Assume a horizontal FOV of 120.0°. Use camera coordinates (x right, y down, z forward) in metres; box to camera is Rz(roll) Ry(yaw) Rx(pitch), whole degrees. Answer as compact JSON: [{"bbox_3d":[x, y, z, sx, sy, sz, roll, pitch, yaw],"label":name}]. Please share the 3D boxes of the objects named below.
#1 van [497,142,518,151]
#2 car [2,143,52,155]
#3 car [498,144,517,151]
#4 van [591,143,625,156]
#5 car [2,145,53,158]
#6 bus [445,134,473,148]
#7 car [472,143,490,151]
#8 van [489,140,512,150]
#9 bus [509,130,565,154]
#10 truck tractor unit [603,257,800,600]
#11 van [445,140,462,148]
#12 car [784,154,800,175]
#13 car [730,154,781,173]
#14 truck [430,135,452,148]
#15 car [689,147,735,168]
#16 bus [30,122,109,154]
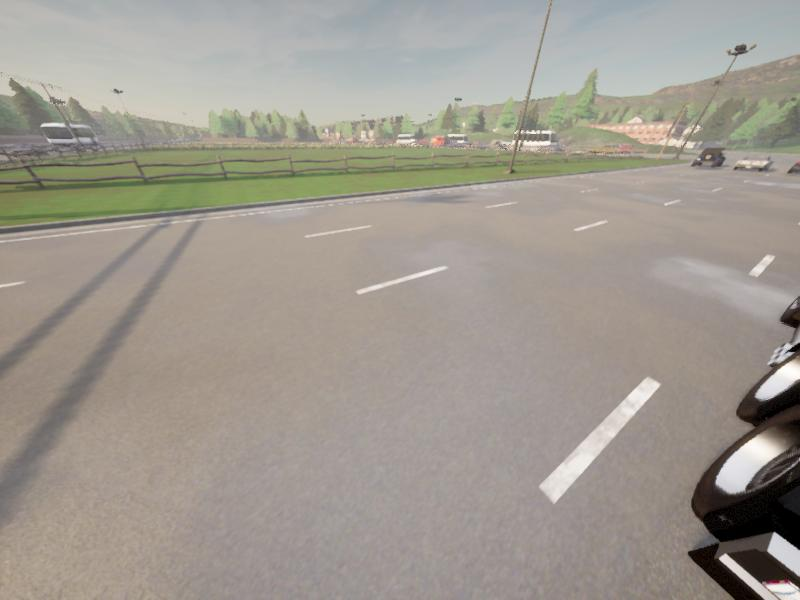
[{"bbox_3d":[29.963,-42.912,64.554,2.069,2.038,4.480,-19,39,-25],"label":"van"},{"bbox_3d":[-58.158,-23.682,36.164,2.128,1.511,4.902,-18,39,-25],"label":"car"},{"bbox_3d":[33.228,-47.254,71.473,2.152,1.651,5.027,-19,39,-25],"label":"car"},{"bbox_3d":[42.538,-30.881,47.388,1.775,1.987,4.442,-19,39,-25],"label":"van"},{"bbox_3d":[-50.726,-20.354,31.580,1.994,1.385,4.181,-18,39,-25],"label":"car"},{"bbox_3d":[22.954,-62.287,90.474,3.944,4.253,10.273,-19,39,-25],"label":"bus"},{"bbox_3d":[23.654,-44.857,67.720,2.242,1.667,4.611,-19,39,-25],"label":"car"},{"bbox_3d":[30.180,-46.800,69.688,1.988,2.561,5.915,-19,39,-25],"label":"van"},{"bbox_3d":[32.340,-37.821,55.284,3.944,4.253,10.273,-19,39,-25],"label":"bus"},{"bbox_3d":[5.123,-0.287,0.798,6.516,4.208,3.053,-18,40,-25],"label":"truck tractor unit"},{"bbox_3d":[20.534,-59.832,88.502,2.351,2.431,6.366,-19,39,-25],"label":"van"},{"bbox_3d":[37.797,-12.303,20.801,4.611,1.667,2.242,-16,38,-23],"label":"car"},{"bbox_3d":[35.899,-13.826,23.304,4.718,1.301,1.895,-18,39,-25],"label":"car"},{"bbox_3d":[14.883,-58.054,84.641,2.891,3.827,8.468,-19,39,-25],"label":"truck"},{"bbox_3d":[35.478,-16.258,26.286,3.866,1.878,1.905,-19,39,-25],"label":"car"},{"bbox_3d":[-58.352,-29.049,41.492,3.944,4.253,10.273,-18,40,-25],"label":"bus"}]
